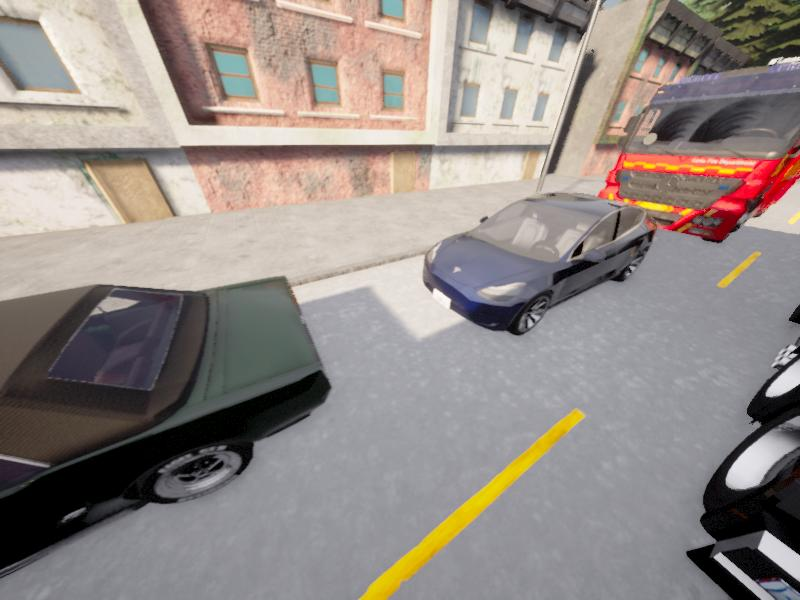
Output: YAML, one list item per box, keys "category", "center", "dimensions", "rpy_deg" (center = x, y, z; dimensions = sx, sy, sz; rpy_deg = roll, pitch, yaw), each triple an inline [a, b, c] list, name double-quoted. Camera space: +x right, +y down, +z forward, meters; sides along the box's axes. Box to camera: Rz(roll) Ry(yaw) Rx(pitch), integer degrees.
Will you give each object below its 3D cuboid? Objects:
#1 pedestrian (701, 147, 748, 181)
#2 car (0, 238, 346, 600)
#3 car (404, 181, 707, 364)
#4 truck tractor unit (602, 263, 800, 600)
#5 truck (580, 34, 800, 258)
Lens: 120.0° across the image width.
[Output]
- category: "pedestrian"
  center: [21.187, -8.919, 15.133]
  dimensions: [0.751, 1.860, 0.751]
  rpy_deg: [-9, 36, -13]
- category: "car"
  center: [-3.032, 0.920, 1.526]
  dimensions: [4.718, 1.301, 1.895]
  rpy_deg: [-18, 39, -25]
- category: "car"
  center: [2.696, -1.030, 4.210]
  dimensions: [4.792, 1.488, 2.163]
  rpy_deg: [-18, 39, -24]
- category: "truck tractor unit"
  center: [5.108, -0.303, 0.785]
  dimensions: [6.516, 4.208, 3.053]
  rpy_deg: [-18, 39, -24]
- category: "truck"
  center: [10.293, -4.534, 7.245]
  dimensions: [8.468, 3.827, 2.891]
  rpy_deg: [-19, 39, -25]
